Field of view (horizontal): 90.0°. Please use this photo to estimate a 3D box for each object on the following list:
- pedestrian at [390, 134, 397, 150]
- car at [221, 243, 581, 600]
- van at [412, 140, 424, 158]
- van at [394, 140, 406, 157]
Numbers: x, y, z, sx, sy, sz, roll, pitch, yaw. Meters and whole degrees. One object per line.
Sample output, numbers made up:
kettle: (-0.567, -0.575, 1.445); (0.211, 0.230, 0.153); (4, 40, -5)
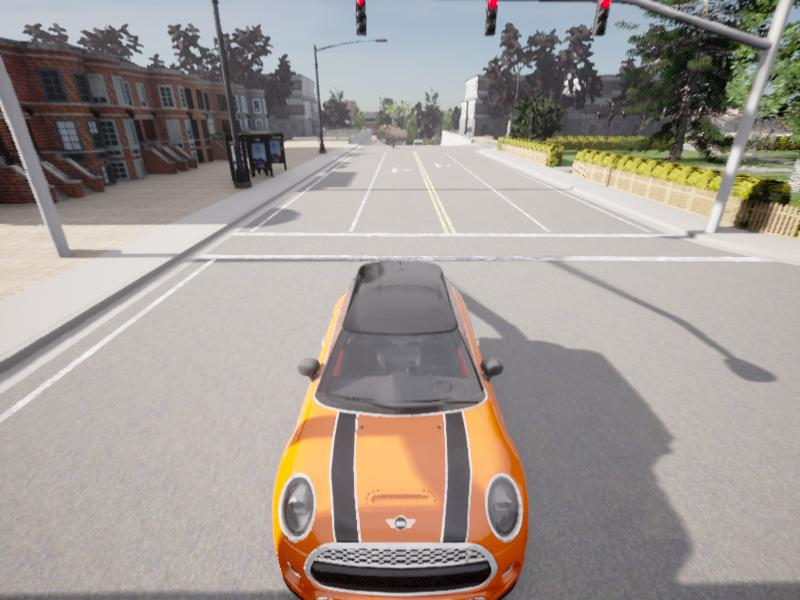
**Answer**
pedestrian: (-0.855, -20.089, 51.012); (0.751, 1.860, 0.751); (2, 24, 4)
car: (0.004, 0.813, 4.772); (2.097, 1.767, 4.553); (0, 24, 0)
van: (3.532, -30.222, 80.080); (1.988, 2.561, 5.915); (0, 13, 0)
van: (0.026, -29.952, 79.252); (2.351, 2.431, 6.366); (0, 13, 0)
